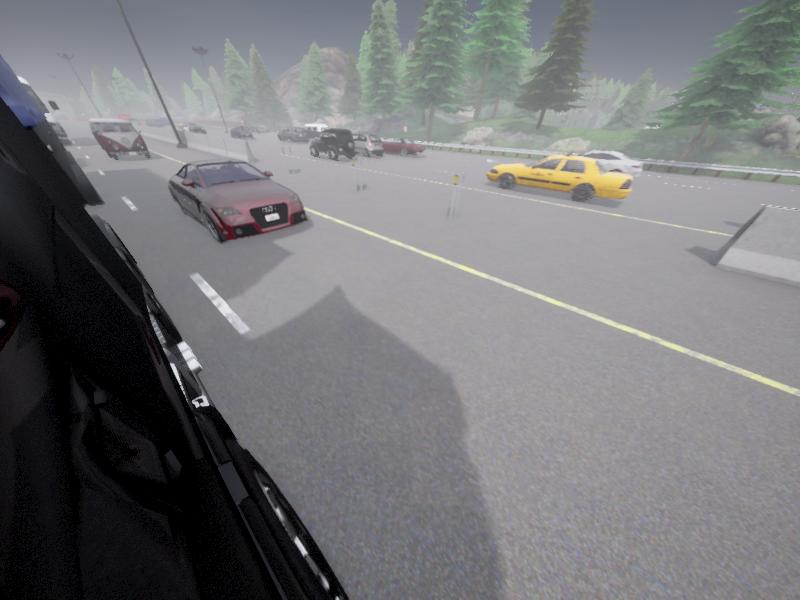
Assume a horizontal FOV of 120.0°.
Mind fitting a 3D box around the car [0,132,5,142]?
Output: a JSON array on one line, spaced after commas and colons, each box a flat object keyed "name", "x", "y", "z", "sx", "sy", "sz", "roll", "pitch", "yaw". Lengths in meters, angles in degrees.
[{"name": "car", "x": -37.169, "y": -14.865, "z": 20.002, "sx": 4.611, "sy": 1.667, "sz": 2.242, "roll": 28, "pitch": 44, "yaw": 30}]

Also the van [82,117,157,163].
[{"name": "van", "x": -17.135, "y": -9.832, "z": 14.121, "sx": 4.442, "sy": 1.987, "sz": 1.775, "roll": 28, "pitch": 44, "yaw": 30}]

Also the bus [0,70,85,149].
[{"name": "bus", "x": -30.251, "y": -15.076, "z": 18.507, "sx": 10.273, "sy": 4.253, "sz": 3.944, "roll": 28, "pitch": 44, "yaw": 30}]

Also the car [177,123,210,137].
[{"name": "car", "x": -30.302, "y": -24.892, "z": 33.812, "sx": 4.974, "sy": 1.542, "sz": 2.038, "roll": 28, "pitch": 44, "yaw": 30}]

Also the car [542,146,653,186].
[{"name": "car", "x": 11.526, "y": -8.122, "z": 13.827, "sx": 4.674, "sy": 1.442, "sz": 1.812, "roll": 28, "pitch": 44, "yaw": 30}]

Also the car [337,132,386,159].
[{"name": "car", "x": -3.276, "y": -13.310, "z": 19.799, "sx": 3.988, "sy": 1.617, "sz": 1.851, "roll": 28, "pitch": 44, "yaw": 30}]

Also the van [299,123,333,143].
[{"name": "van", "x": -11.827, "y": -23.531, "z": 32.572, "sx": 4.480, "sy": 2.038, "sz": 2.069, "roll": 28, "pitch": 44, "yaw": 30}]

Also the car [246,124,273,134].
[{"name": "car", "x": -29.284, "y": -35.798, "z": 48.372, "sx": 2.038, "sy": 1.542, "sz": 4.974, "roll": 10, "pitch": 38, "yaw": 9}]

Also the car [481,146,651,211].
[{"name": "car", "x": 6.521, "y": -5.337, "z": 9.744, "sx": 5.366, "sy": 1.575, "sz": 1.801, "roll": 28, "pitch": 44, "yaw": 30}]

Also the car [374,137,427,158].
[{"name": "car", "x": -0.062, "y": -14.221, "z": 21.441, "sx": 4.718, "sy": 1.301, "sz": 1.895, "roll": 28, "pitch": 44, "yaw": 30}]

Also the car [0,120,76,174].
[{"name": "car", "x": -17.942, "y": -7.433, "z": 11.047, "sx": 4.553, "sy": 1.767, "sz": 2.097, "roll": 28, "pitch": 44, "yaw": 30}]

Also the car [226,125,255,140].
[{"name": "car", "x": -22.184, "y": -23.328, "z": 32.176, "sx": 3.633, "sy": 1.501, "sz": 1.845, "roll": 28, "pitch": 44, "yaw": 30}]

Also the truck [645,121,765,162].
[{"name": "truck", "x": 39.087, "y": -20.966, "z": 30.388, "sx": 8.468, "sy": 3.827, "sz": 2.891, "roll": 30, "pitch": 45, "yaw": 32}]

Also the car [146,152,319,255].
[{"name": "car", "x": -4.286, "y": -2.749, "z": 5.903, "sx": 4.181, "sy": 1.385, "sz": 1.994, "roll": 28, "pitch": 44, "yaw": 30}]

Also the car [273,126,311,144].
[{"name": "car", "x": -14.318, "y": -21.954, "z": 30.650, "sx": 4.611, "sy": 1.667, "sz": 2.242, "roll": 28, "pitch": 44, "yaw": 30}]

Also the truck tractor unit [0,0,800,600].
[{"name": "truck tractor unit", "x": -2.645, "y": -0.295, "z": 0.352, "sx": 6.516, "sy": 4.208, "sz": 3.053, "roll": 28, "pitch": 44, "yaw": 30}]

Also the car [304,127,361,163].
[{"name": "car", "x": -4.960, "y": -11.570, "z": 17.159, "sx": 3.866, "sy": 1.878, "sz": 1.905, "roll": 28, "pitch": 44, "yaw": 30}]

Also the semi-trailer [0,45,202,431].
[{"name": "semi-trailer", "x": -8.702, "y": -3.589, "z": 4.243, "sx": 14.254, "sy": 4.402, "sz": 2.717, "roll": 28, "pitch": 44, "yaw": 30}]
